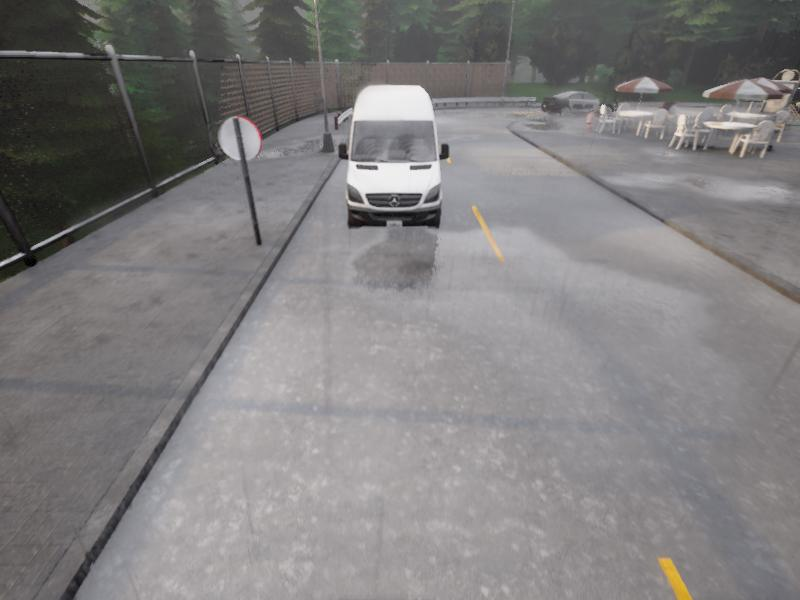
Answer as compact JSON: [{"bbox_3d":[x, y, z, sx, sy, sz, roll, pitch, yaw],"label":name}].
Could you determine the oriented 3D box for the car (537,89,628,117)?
[{"bbox_3d":[12.536,-13.659,27.690,5.238,1.638,1.930,-4,30,-7],"label":"car"}]

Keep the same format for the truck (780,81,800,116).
[{"bbox_3d":[30.986,-13.952,27.763,6.274,2.098,2.390,0,30,0],"label":"truck"}]

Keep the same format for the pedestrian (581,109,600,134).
[{"bbox_3d":[9.292,-8.710,19.521,0.500,1.100,0.500,5,31,9],"label":"pedestrian"}]

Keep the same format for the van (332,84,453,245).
[{"bbox_3d":[-0.147,-3.694,9.777,1.988,2.561,5.915,0,30,-1],"label":"van"}]
